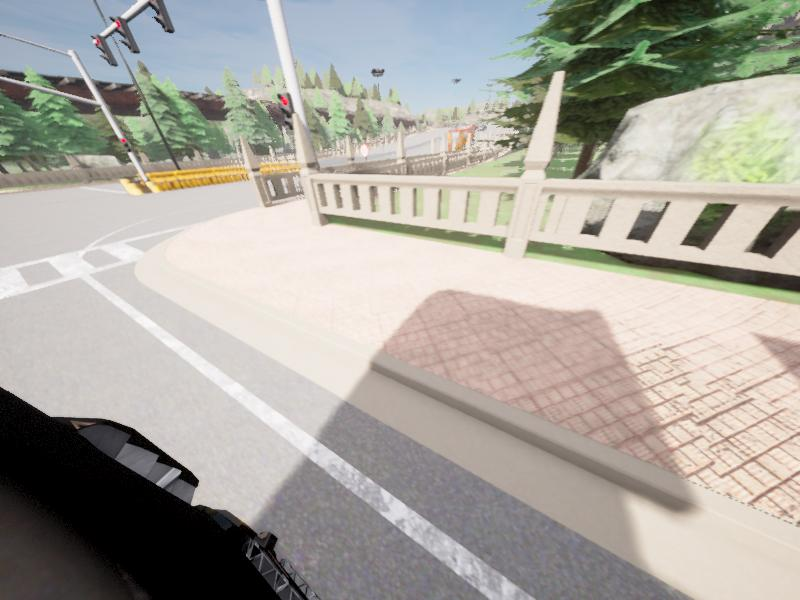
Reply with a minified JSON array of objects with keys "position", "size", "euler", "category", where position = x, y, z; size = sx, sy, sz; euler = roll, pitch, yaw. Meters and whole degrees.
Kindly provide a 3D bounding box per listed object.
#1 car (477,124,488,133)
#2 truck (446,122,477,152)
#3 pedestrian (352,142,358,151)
[{"position":[23.369,-48.715,65.533],"size":[1.789,1.549,3.705],"euler":[16,45,26],"category":"car"},{"position":[11.912,-31.479,44.541],"size":[2.891,3.827,8.468],"euler":[16,44,26],"category":"truck"},{"position":[-11.519,-39.261,59.056],"size":[0.751,1.860,0.751],"euler":[16,38,26],"category":"pedestrian"}]
